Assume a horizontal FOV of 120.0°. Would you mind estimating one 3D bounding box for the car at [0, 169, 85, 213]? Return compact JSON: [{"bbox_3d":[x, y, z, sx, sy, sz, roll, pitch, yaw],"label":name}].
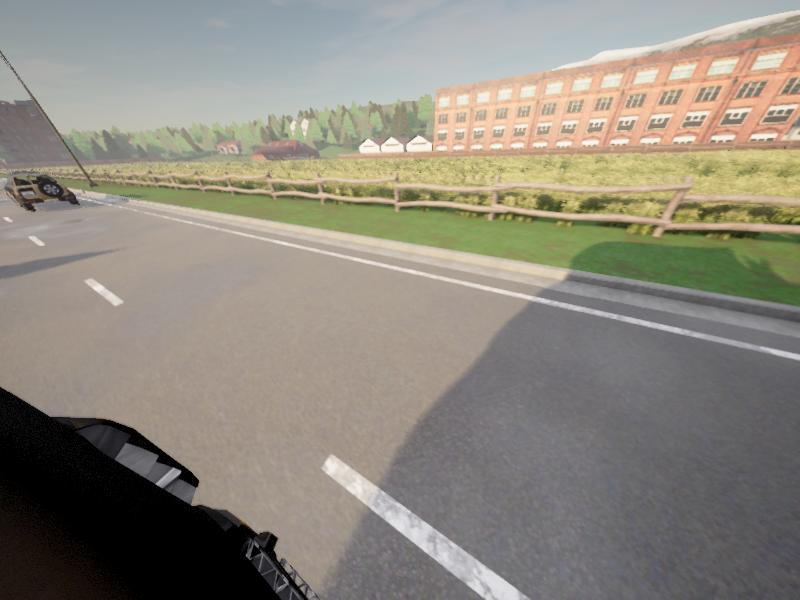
[{"bbox_3d":[-21.021,-6.407,13.355,4.605,1.855,1.932,16,38,26],"label":"car"}]
